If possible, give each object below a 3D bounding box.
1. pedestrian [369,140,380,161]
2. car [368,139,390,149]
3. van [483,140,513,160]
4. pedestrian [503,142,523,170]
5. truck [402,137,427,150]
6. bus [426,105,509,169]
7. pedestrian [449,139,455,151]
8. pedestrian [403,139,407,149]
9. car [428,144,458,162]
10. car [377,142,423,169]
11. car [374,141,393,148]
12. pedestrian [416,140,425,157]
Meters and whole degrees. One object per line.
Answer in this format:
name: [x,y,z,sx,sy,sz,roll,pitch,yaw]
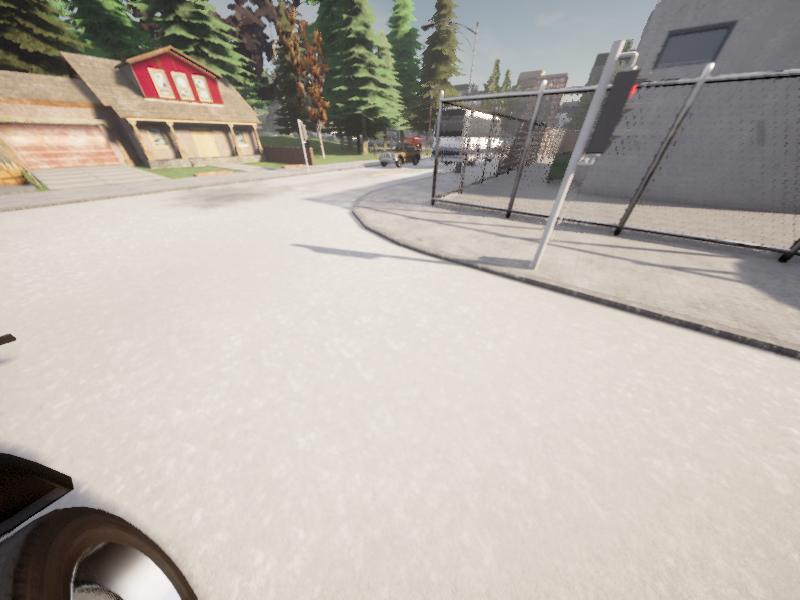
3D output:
pedestrian: [-2.770,-16.340,25.234,0.751,1.860,0.751,22,41,28]
car: [-5.468,-40.410,59.815,5.566,2.045,2.150,22,41,28]
van: [12.887,-19.812,30.353,2.069,2.038,4.480,22,40,27]
pedestrian: [9.107,-11.673,18.708,0.751,1.860,0.751,-20,40,-26]
truck: [3.283,-37.015,54.679,5.204,2.467,2.627,22,41,28]
bus: [6.980,-16.070,23.075,3.944,4.253,10.273,22,40,28]
pedestrian: [10.204,-30.445,45.353,0.751,1.860,0.751,27,43,32]
pedestrian: [1.155,-34.827,51.497,0.751,1.860,0.751,13,37,18]
car: [5.080,-17.326,27.181,1.789,1.549,3.705,22,41,28]
car: [0.080,-13.502,21.437,1.932,1.855,4.605,21,40,27]
car: [-4.525,-42.680,63.389,5.238,1.638,1.930,22,41,28]
pedestrian: [2.721,-20.137,30.665,0.751,1.860,0.751,-27,44,-33]
